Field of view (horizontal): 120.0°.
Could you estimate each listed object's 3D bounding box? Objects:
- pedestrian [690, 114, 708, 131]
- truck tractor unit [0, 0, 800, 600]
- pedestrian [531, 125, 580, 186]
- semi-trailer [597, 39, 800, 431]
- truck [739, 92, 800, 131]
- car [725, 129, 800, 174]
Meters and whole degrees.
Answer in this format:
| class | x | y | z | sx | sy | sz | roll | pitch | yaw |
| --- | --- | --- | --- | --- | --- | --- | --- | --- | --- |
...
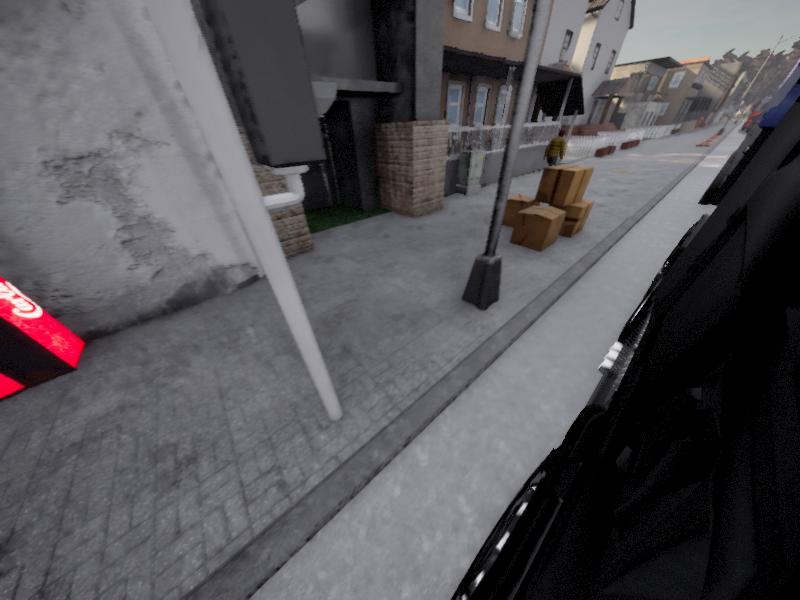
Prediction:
| class | x | y | z | sx | sy | sz | roll | pitch | yaw |
| --- | --- | --- | --- | --- | --- | --- | --- | --- | --- |
| pedestrian | 42.939 | -25.466 | 33.203 | 0.751 | 1.860 | 0.751 | -27 | 43 | -29 |
| truck tractor unit | 2.645 | -0.295 | 0.351 | 6.516 | 4.208 | 3.053 | -28 | 44 | -30 |
| pedestrian | 5.881 | -5.491 | 8.834 | 0.751 | 1.860 | 0.751 | -21 | 41 | -23 |
| semi-trailer | 8.721 | -3.586 | 4.210 | 14.254 | 4.402 | 2.717 | -28 | 44 | -30 |
| truck | 51.175 | -26.100 | 32.132 | 8.468 | 3.827 | 2.891 | -28 | 44 | -30 |
| car | 17.548 | -7.099 | 10.897 | 4.181 | 1.385 | 1.994 | -28 | 44 | -30 |
